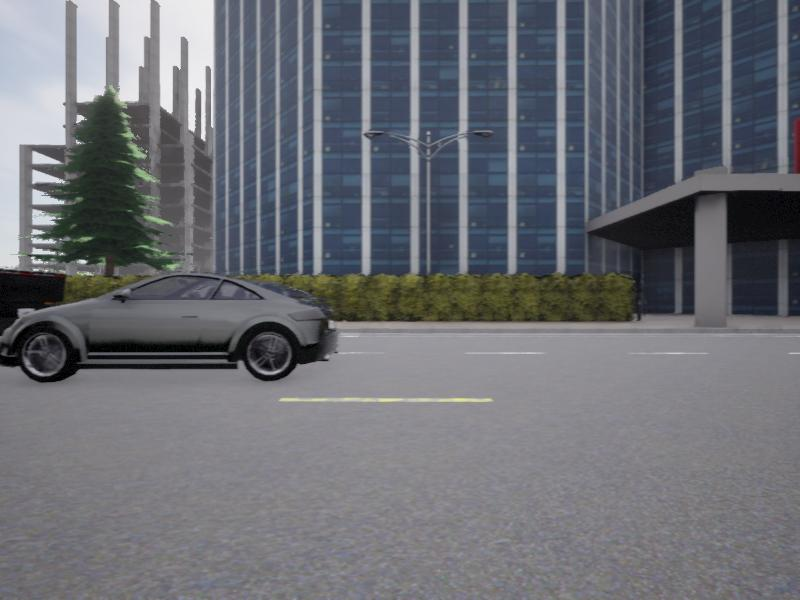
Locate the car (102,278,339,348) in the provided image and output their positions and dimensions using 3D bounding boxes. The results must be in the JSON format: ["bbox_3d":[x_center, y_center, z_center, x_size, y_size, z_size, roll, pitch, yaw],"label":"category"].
[{"bbox_3d":[-3.890,0.271,9.246,4.674,1.442,1.812,0,0,0],"label":"car"}]

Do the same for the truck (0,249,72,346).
[{"bbox_3d":[-11.750,-0.055,9.314,6.274,2.098,2.390,0,0,1],"label":"truck"}]

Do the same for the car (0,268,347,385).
[{"bbox_3d":[-2.984,0.308,5.747,4.181,1.385,1.994,0,0,0],"label":"car"}]

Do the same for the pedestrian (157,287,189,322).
[{"bbox_3d":[-8.439,0.167,14.899,0.751,1.300,0.751,0,0,1],"label":"pedestrian"}]
